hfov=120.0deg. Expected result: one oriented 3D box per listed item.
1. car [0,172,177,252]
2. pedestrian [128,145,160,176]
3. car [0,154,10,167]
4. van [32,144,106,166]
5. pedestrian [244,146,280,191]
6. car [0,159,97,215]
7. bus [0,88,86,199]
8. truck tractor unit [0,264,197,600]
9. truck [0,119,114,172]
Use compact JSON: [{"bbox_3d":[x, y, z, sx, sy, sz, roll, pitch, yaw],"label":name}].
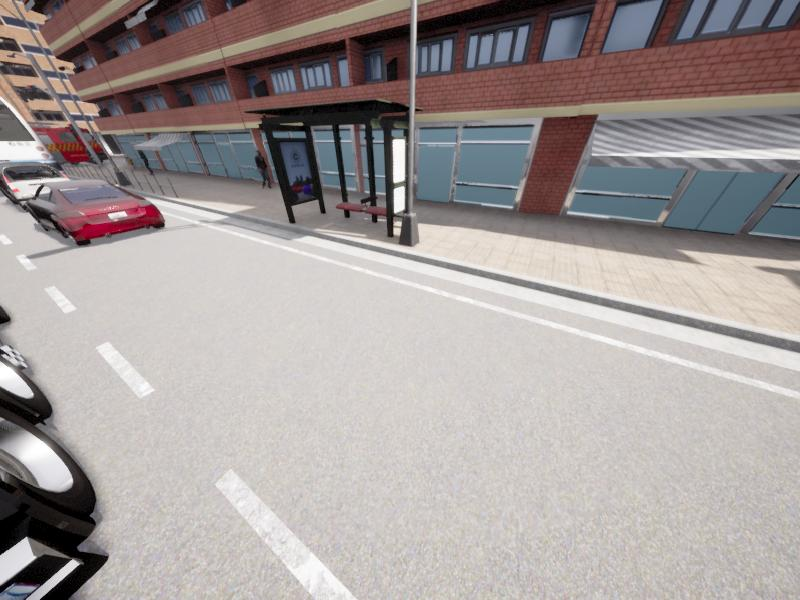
[{"bbox_3d":[-9.288,-2.824,6.922,4.181,1.385,1.994,17,38,23],"label":"car"},{"bbox_3d":[-18.334,-10.024,16.586,0.751,1.860,0.751,-24,41,-30],"label":"pedestrian"},{"bbox_3d":[-43.407,-13.748,22.264,2.150,2.045,5.566,-2,35,-2],"label":"car"},{"bbox_3d":[-38.962,-17.301,27.384,1.775,1.987,4.442,18,39,25],"label":"van"},{"bbox_3d":[-6.835,-6.564,11.534,0.751,1.860,0.751,19,39,25],"label":"pedestrian"},{"bbox_3d":[-15.346,-4.888,9.722,3.988,1.617,1.851,18,39,24],"label":"car"},{"bbox_3d":[-23.284,-8.483,12.629,10.273,4.253,3.944,18,39,24],"label":"bus"},{"bbox_3d":[-5.110,-0.301,0.779,6.516,4.208,3.053,18,39,24],"label":"truck tractor unit"},{"bbox_3d":[-35.983,-15.806,23.608,2.891,3.827,8.468,-5,35,-6],"label":"truck"}]
